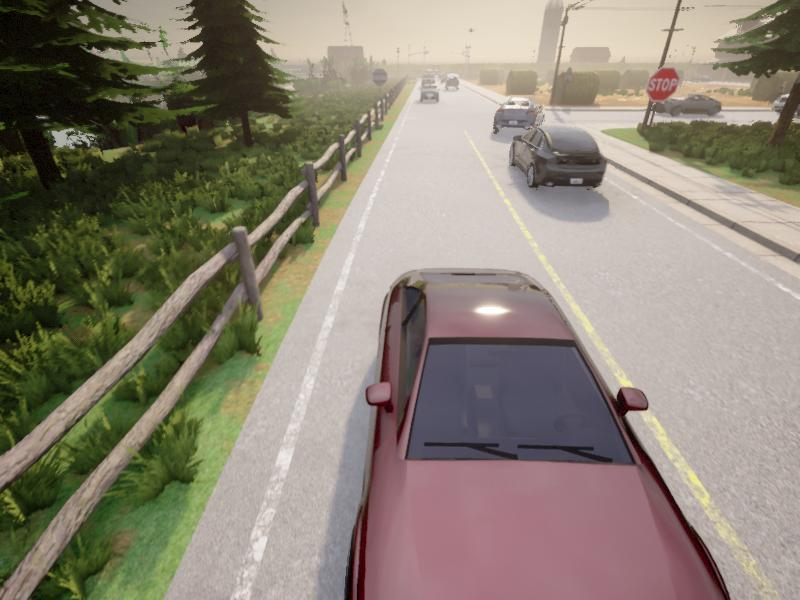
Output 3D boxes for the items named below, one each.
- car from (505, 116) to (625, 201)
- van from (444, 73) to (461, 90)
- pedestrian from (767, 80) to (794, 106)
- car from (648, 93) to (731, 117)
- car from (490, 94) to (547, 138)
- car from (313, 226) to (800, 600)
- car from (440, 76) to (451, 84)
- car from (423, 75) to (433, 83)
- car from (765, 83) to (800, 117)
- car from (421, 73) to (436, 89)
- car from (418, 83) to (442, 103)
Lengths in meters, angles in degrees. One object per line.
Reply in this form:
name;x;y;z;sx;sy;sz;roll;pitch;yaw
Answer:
car;4.673;-4.514;12.232;1.837;1.490;4.892;2;31;3
van;7.790;-32.613;59.727;2.069;2.038;4.480;2;30;3
pedestrian;31.668;-17.197;33.287;0.751;1.860;0.751;0;30;0
car;20.524;-13.929;28.539;4.181;1.385;1.994;0;30;-1
car;6.439;-9.961;21.425;2.152;1.651;5.027;11;32;18
car;0.731;0.796;3.276;1.994;1.385;4.181;1;30;1
car;9.145;-44.369;80.554;1.895;1.301;4.718;2;30;3
car;5.805;-45.886;83.059;1.970;1.475;3.806;2;30;3
car;29.921;-14.176;28.296;5.566;2.045;2.150;0;30;1
car;4.484;-34.415;62.796;2.150;2.045;5.566;2;30;3
car;2.934;-20.487;39.515;2.128;1.511;4.902;2;30;3
